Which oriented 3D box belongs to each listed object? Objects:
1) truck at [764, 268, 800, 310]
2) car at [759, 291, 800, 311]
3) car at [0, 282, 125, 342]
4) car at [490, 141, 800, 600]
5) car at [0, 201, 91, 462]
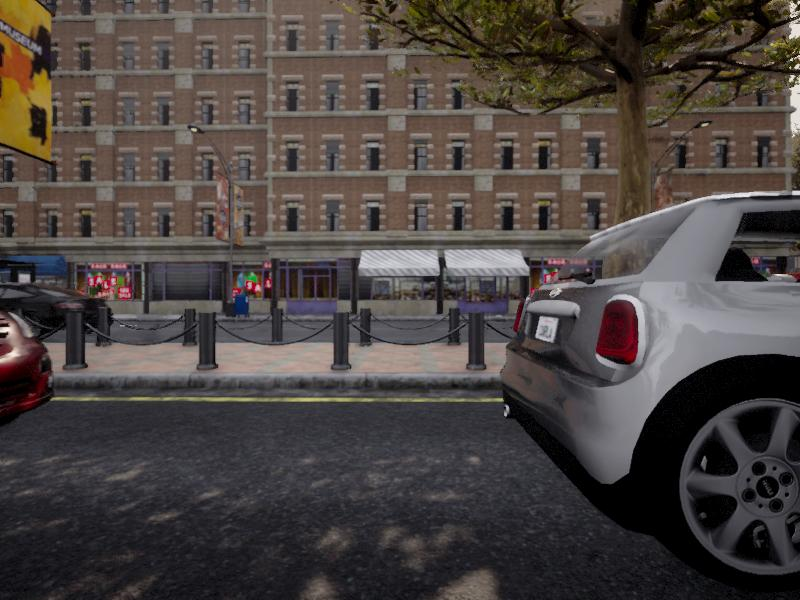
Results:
[{"bbox_3d":[38.060,-1.000,36.045,2.891,3.827,8.468,0,0,1],"label":"truck"},{"bbox_3d":[34.546,0.099,34.748,1.930,1.638,5.238,0,0,0],"label":"car"},{"bbox_3d":[-10.239,0.297,10.557,4.674,1.442,1.812,0,0,-1],"label":"car"},{"bbox_3d":[2.599,0.250,2.173,3.806,1.475,1.970,0,0,1],"label":"car"},{"bbox_3d":[-4.484,0.201,2.309,3.988,1.617,1.851,0,0,1],"label":"car"}]
